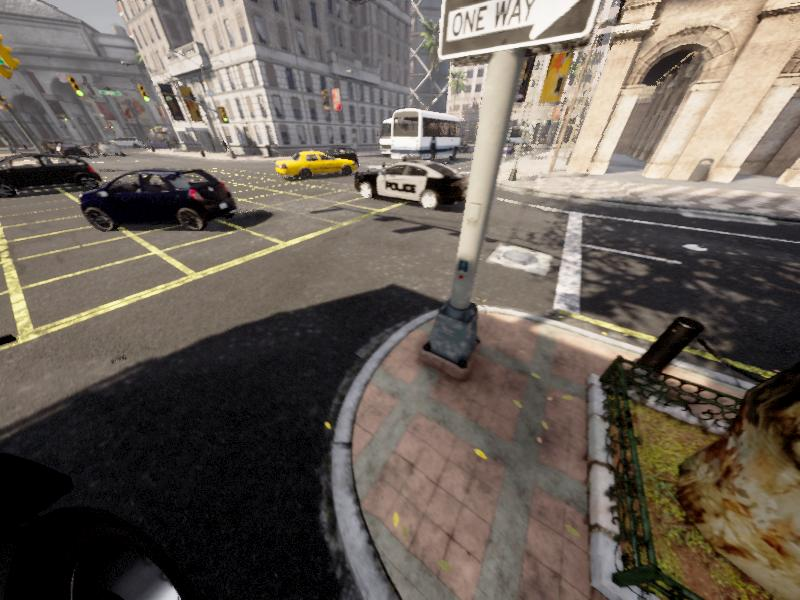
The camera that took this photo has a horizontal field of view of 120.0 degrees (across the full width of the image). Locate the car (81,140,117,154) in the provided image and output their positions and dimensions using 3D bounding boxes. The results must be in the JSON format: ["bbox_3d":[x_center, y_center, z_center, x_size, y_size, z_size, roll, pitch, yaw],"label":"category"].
[{"bbox_3d":[-47.262,-24.139,36.437,2.242,1.667,4.611,-22,41,-29],"label":"car"}]

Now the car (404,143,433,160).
[{"bbox_3d":[2.353,-18.955,29.408,1.851,1.617,3.988,21,40,27],"label":"car"}]

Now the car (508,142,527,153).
[{"bbox_3d":[21.867,-28.339,42.935,2.007,1.525,4.514,22,40,27],"label":"car"}]

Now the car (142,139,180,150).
[{"bbox_3d":[-48.508,-31.640,46.967,2.033,1.649,4.856,22,40,27],"label":"car"}]

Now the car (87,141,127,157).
[{"bbox_3d":[-40.272,-20.846,31.747,5.027,1.651,2.152,22,40,27],"label":"car"}]

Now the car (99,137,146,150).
[{"bbox_3d":[-56.698,-32.169,47.314,2.150,2.045,5.566,22,40,27],"label":"car"}]

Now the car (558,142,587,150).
[{"bbox_3d":[41.482,-37.131,55.716,5.027,1.651,2.152,5,35,6],"label":"car"}]

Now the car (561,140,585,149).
[{"bbox_3d":[45.906,-41.362,61.285,4.605,1.855,1.932,16,38,21],"label":"car"}]

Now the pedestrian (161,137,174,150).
[{"bbox_3d":[-40.568,-27.252,40.315,0.751,1.860,0.751,23,41,28],"label":"pedestrian"}]

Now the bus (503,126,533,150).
[{"bbox_3d":[28.363,-38.672,55.266,3.944,4.253,10.273,20,40,25],"label":"bus"}]

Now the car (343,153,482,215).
[{"bbox_3d":[0.318,-5.003,9.580,5.238,1.638,1.930,21,40,27],"label":"car"}]

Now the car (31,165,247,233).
[{"bbox_3d":[-7.126,-3.017,6.804,3.633,1.501,1.845,0,35,-1],"label":"car"}]

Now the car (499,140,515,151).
[{"bbox_3d":[22.733,-32.825,48.984,1.905,1.878,3.866,22,40,27],"label":"car"}]

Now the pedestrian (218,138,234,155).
[{"bbox_3d":[-23.006,-20.278,30.562,0.751,1.860,0.751,18,39,23],"label":"pedestrian"}]

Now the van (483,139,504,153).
[{"bbox_3d":[17.100,-28.107,42.118,2.069,2.038,4.480,21,40,27],"label":"van"}]

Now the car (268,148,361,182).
[{"bbox_3d":[-5.474,-9.167,15.490,5.366,1.575,1.801,-26,43,-32],"label":"car"}]

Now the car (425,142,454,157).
[{"bbox_3d":[5.812,-21.969,33.654,2.242,1.667,4.611,21,40,27],"label":"car"}]

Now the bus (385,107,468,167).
[{"bbox_3d":[3.125,-17.173,24.593,3.944,4.253,10.273,21,40,27],"label":"bus"}]

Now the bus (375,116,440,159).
[{"bbox_3d":[1.372,-22.699,32.416,3.944,4.253,10.273,21,40,27],"label":"bus"}]

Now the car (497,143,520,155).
[{"bbox_3d":[18.112,-25.138,38.406,2.163,1.488,4.792,21,40,27],"label":"car"}]

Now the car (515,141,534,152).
[{"bbox_3d":[25.743,-31.692,47.637,2.152,1.651,5.027,22,40,27],"label":"car"}]

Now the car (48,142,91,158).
[{"bbox_3d":[-41.173,-18.719,28.797,4.974,1.542,2.038,21,40,27],"label":"car"}]

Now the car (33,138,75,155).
[{"bbox_3d":[-50.333,-22.361,33.598,4.605,1.855,1.932,17,39,22],"label":"car"}]

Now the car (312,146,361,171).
[{"bbox_3d":[-5.334,-12.273,19.921,1.789,1.549,3.705,21,40,27],"label":"car"}]

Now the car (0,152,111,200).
[{"bbox_3d":[-16.911,-5.897,10.790,1.789,1.549,3.705,21,40,27],"label":"car"}]

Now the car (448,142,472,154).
[{"bbox_3d":[10.215,-25.707,39.014,1.930,1.638,5.238,21,40,27],"label":"car"}]
